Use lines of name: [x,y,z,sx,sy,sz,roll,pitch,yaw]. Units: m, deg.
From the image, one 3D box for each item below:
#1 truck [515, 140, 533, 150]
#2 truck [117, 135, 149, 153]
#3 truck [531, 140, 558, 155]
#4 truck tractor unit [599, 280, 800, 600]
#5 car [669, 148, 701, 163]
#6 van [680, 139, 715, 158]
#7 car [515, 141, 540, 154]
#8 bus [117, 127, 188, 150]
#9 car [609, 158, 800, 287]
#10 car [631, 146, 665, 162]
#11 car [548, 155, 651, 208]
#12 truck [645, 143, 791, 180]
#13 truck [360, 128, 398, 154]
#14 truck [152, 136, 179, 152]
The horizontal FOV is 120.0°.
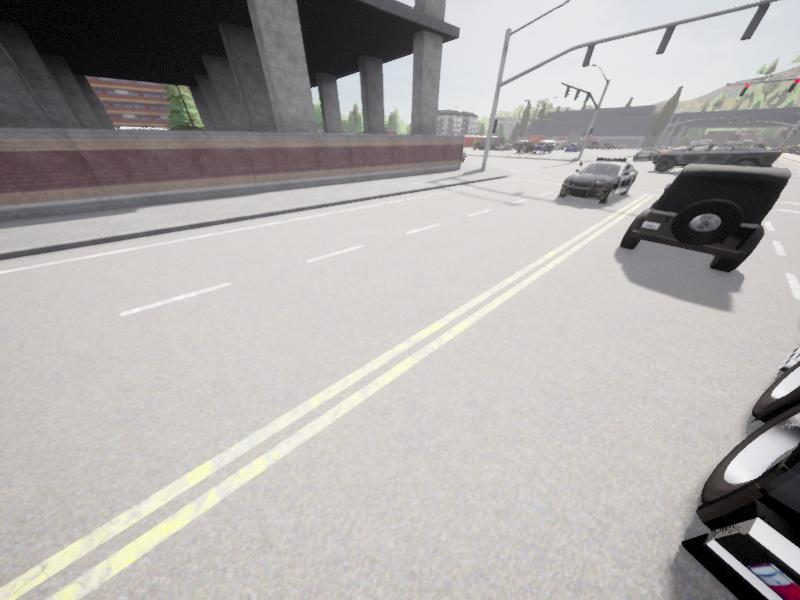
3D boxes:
truck: [32.706,-40.992,60.995,4.478,2.038,2.069,-25,42,-32]
truck: [-47.160,-27.702,41.028,2.615,2.467,5.204,-25,42,-32]
truck: [25.432,-26.874,40.674,4.478,2.038,2.069,-25,42,-32]
truck tractor unit: [5.145,-0.264,0.754,6.516,4.208,3.053,-17,38,-23]
car: [37.469,-19.079,30.348,3.806,1.475,1.970,-26,42,-32]
van: [49.671,-25.301,38.533,6.366,2.431,2.351,-26,42,-32]
car: [23.522,-28.046,42.510,4.605,1.855,1.932,-25,42,-32]
bus: [-57.122,-37.666,53.984,10.273,4.253,3.944,-25,42,-32]
car: [7.142,-2.138,5.462,3.866,1.878,1.905,-26,42,-32]
car: [34.018,-20.104,31.669,4.856,1.649,2.033,-26,42,-32]
car: [9.472,-5.745,10.874,5.238,1.638,1.930,-24,42,-31]
truck: [24.233,-11.068,18.163,2.390,2.098,6.274,-26,43,-33]
truck: [-4.143,-30.904,44.907,2.891,3.827,8.468,-26,43,-32]
truck: [-43.855,-29.273,43.307,2.615,2.467,5.204,-25,42,-32]
